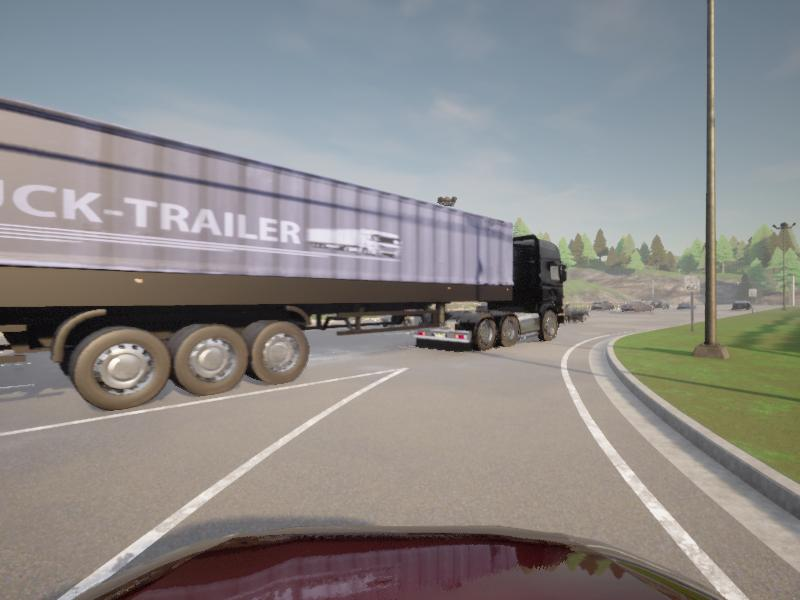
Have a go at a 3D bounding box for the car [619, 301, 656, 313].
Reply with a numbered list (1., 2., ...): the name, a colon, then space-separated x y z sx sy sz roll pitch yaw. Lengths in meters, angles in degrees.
1. car: 29.790 0.894 50.101 5.357 1.411 2.033 0 0 -35

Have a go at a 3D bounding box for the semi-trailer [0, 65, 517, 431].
1. semi-trailer: -2.116 -0.617 9.352 14.254 4.402 2.717 0 0 -45

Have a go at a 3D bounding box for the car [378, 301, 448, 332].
1. car: 0.761 0.827 21.936 3.633 1.501 1.845 0 0 -43

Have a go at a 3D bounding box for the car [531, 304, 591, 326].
1. car: 10.777 0.943 26.585 4.718 1.301 1.895 0 0 -43

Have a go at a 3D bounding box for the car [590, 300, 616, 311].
1. car: 30.036 0.828 59.225 4.514 1.525 2.007 0 0 -43

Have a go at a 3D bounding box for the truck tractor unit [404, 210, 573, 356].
1. truck tractor unit: 3.540 -0.521 14.885 6.516 4.208 3.053 -1 0 -44

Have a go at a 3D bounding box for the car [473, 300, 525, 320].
1. car: 8.463 0.823 34.027 5.008 1.535 1.882 0 0 -43
